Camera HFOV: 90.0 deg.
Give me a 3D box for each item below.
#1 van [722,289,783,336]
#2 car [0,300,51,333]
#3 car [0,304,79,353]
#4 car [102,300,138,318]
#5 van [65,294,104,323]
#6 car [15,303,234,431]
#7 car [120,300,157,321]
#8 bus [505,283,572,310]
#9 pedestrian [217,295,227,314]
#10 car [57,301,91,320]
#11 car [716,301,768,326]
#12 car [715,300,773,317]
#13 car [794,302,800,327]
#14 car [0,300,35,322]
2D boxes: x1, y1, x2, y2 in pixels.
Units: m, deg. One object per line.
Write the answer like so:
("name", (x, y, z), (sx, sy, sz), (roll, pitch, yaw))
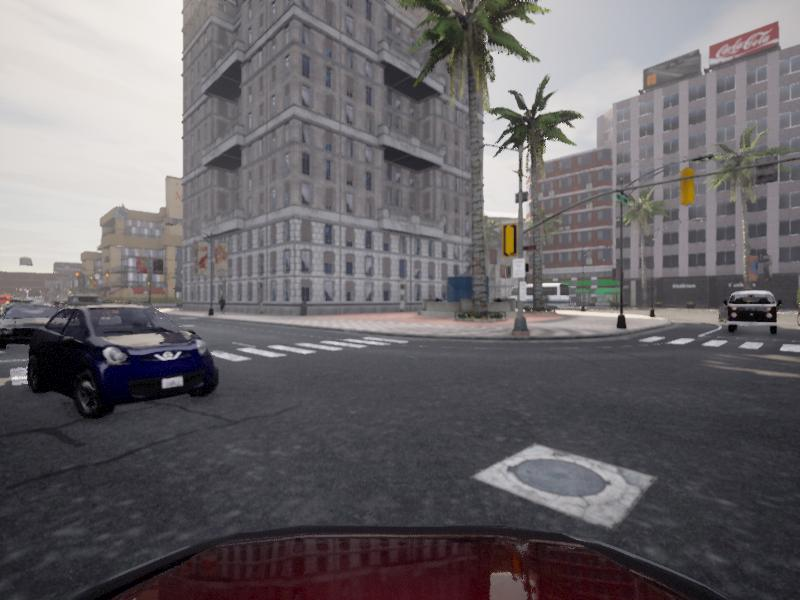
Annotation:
("van", (17.441, 0.555, 19.817), (2.069, 2.038, 4.480), (0, 0, 42))
("car", (-20.640, 0.800, 21.859), (2.038, 1.542, 4.974), (0, 0, -45))
("car", (-13.202, 0.879, 14.372), (2.033, 1.411, 5.357), (0, 0, -45))
("car", (-26.162, 0.762, 37.330), (5.366, 1.575, 1.801), (0, 0, 45))
("van", (-23.518, 0.567, 29.725), (1.775, 1.987, 4.442), (0, 0, -45))
("car", (-4.636, 0.820, 6.618), (3.633, 1.501, 1.845), (0, 0, 35))
("car", (-21.194, 0.781, 32.348), (1.789, 1.549, 3.705), (0, 0, -45))
("bus", (23.465, -0.599, 68.536), (3.944, 4.253, 10.273), (0, 0, -38))
("pedestrian", (-17.745, 0.444, 39.946), (0.751, 1.860, 0.751), (0, 0, -36))
("car", (-27.740, 0.818, 33.962), (4.193, 1.474, 1.816), (0, 0, 45))
("car", (22.456, 0.805, 26.412), (1.845, 1.501, 3.633), (0, 0, 27))
("car", (33.453, 0.770, 39.114), (1.801, 1.575, 5.366), (0, 0, 10))
("car", (23.995, 0.836, 22.382), (1.970, 1.475, 3.806), (0, 0, 32))
("car", (-29.076, 0.767, 30.337), (5.366, 1.575, 1.801), (0, 0, 45))
